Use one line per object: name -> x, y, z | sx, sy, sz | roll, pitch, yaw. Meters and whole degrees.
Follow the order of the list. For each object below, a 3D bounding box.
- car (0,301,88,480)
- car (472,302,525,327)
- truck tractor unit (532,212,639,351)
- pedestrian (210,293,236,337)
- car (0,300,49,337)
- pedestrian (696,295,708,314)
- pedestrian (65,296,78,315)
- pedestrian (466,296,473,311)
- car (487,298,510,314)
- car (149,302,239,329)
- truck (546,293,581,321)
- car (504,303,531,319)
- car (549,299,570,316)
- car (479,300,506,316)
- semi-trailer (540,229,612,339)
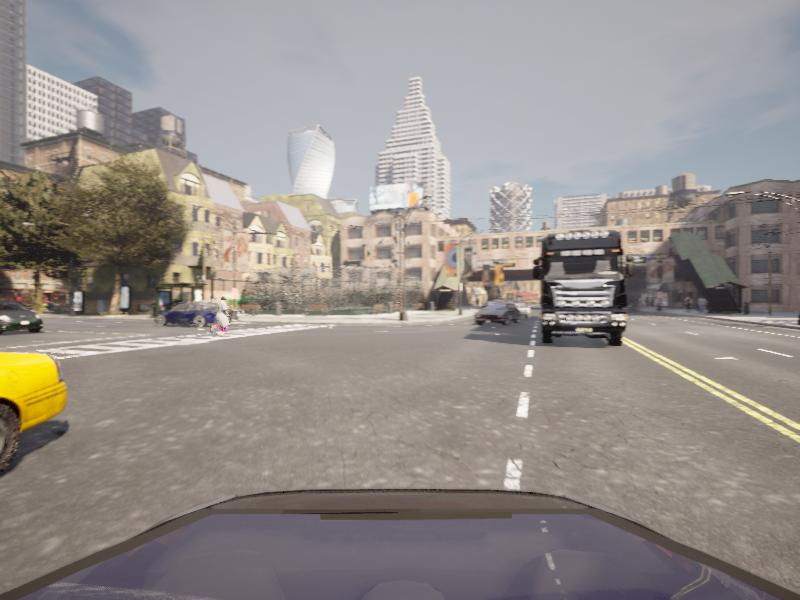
car -> -4.183, 0.807, 2.006 | 1.801, 1.575, 5.366 | -1, 0, -10
car -> 6.497, 0.875, 25.903 | 2.033, 1.411, 5.357 | 0, 0, 29
truck tractor unit -> 6.951, -0.539, 15.747 | 3.053, 4.208, 6.516 | 0, 0, 20
pedestrian -> -7.878, 0.647, 17.789 | 0.751, 1.860, 0.751 | 0, 0, 29
car -> -19.366, 0.820, 19.352 | 3.988, 1.617, 1.851 | 0, 0, 20
pedestrian -> 29.761, 0.416, 39.415 | 0.751, 1.860, 0.751 | 0, 0, 20
pedestrian -> -33.507, 0.537, 40.804 | 0.751, 1.860, 0.751 | 0, 0, 18
pedestrian -> 9.202, 0.452, 52.734 | 0.751, 1.860, 0.751 | 0, 0, 21
car -> 11.708, 0.661, 47.349 | 2.185, 1.767, 4.553 | 0, 0, 20
car -> -12.516, 0.868, 24.322 | 4.792, 1.488, 2.163 | 0, 0, 19
truck -> 13.398, 0.506, 33.102 | 2.390, 2.098, 6.274 | 0, 0, 20
car -> 10.301, 0.914, 34.819 | 1.895, 1.301, 4.718 | 0, 0, 20
car -> 16.971, 0.726, 42.731 | 1.930, 1.638, 5.238 | 0, 0, 20
car -> 9.604, 0.793, 41.276 | 2.097, 1.535, 5.008 | 0, 0, 20
semi-trailer -> 9.757, -0.643, 23.146 | 2.717, 4.402, 14.254 | 0, 0, 21
